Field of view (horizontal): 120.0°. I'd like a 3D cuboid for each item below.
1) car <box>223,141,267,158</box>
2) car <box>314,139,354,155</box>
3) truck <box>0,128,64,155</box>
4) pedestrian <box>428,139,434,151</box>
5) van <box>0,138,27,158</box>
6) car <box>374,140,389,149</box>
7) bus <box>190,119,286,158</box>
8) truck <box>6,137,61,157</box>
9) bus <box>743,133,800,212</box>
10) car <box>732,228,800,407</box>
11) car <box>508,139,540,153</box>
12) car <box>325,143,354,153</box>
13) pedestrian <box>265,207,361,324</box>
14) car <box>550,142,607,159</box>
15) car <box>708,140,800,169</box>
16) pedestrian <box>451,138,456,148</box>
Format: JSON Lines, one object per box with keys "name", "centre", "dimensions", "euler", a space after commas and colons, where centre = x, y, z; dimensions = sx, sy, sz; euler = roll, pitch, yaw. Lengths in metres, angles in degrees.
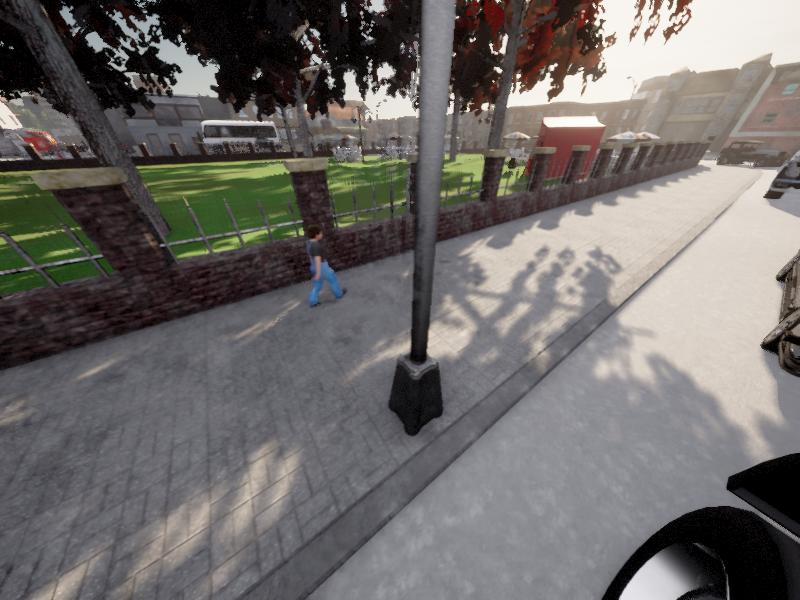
{"name": "car", "centre": [-21.399, -20.873, 32.033], "dimensions": [4.605, 1.855, 1.932], "euler": [-23, 41, -29]}
{"name": "car", "centre": [-10.745, -25.179, 37.916], "dimensions": [5.566, 2.045, 2.150], "euler": [-24, 42, -29]}
{"name": "truck", "centre": [-68.737, -29.759, 43.309], "dimensions": [2.891, 3.827, 8.468], "euler": [-21, 40, -26]}
{"name": "pedestrian", "centre": [5.636, -28.194, 41.990], "dimensions": [0.751, 1.860, 0.751], "euler": [-14, 38, -19]}
{"name": "van", "centre": [-60.816, -22.842, 34.652], "dimensions": [2.351, 2.431, 6.366], "euler": [-20, 40, -26]}
{"name": "car", "centre": [-5.030, -42.308, 62.765], "dimensions": [2.097, 1.767, 4.553], "euler": [-22, 41, -28]}
{"name": "bus", "centre": [-23.334, -23.731, 34.048], "dimensions": [10.273, 4.253, 3.944], "euler": [-21, 40, -27]}
{"name": "truck", "centre": [-58.039, -24.405, 36.810], "dimensions": [2.627, 2.467, 5.204], "euler": [-23, 41, -29]}
{"name": "bus", "centre": [19.586, -6.512, 9.287], "dimensions": [10.273, 4.253, 3.944], "euler": [-22, 41, -26]}
{"name": "car", "centre": [6.584, -0.105, 2.802], "dimensions": [5.357, 1.411, 2.033], "euler": [-22, 41, -28]}
{"name": "car", "centre": [20.531, -25.537, 38.313], "dimensions": [1.905, 1.878, 3.866], "euler": [-22, 40, -28]}
{"name": "car", "centre": [-10.974, -27.665, 41.964], "dimensions": [4.674, 1.442, 1.812], "euler": [-21, 40, -26]}
{"name": "pedestrian", "centre": [-1.158, -0.507, 3.284], "dimensions": [0.751, 1.300, 0.751], "euler": [29, 44, 34]}
{"name": "car", "centre": [22.931, -19.472, 29.919], "dimensions": [1.930, 1.638, 5.238], "euler": [-22, 40, -28]}
{"name": "car", "centre": [30.122, -12.441, 19.683], "dimensions": [1.905, 1.878, 3.866], "euler": [-6, 35, -8]}
{"name": "pedestrian", "centre": [12.031, -35.246, 51.957], "dimensions": [0.751, 1.860, 0.751], "euler": [-19, 39, -25]}
